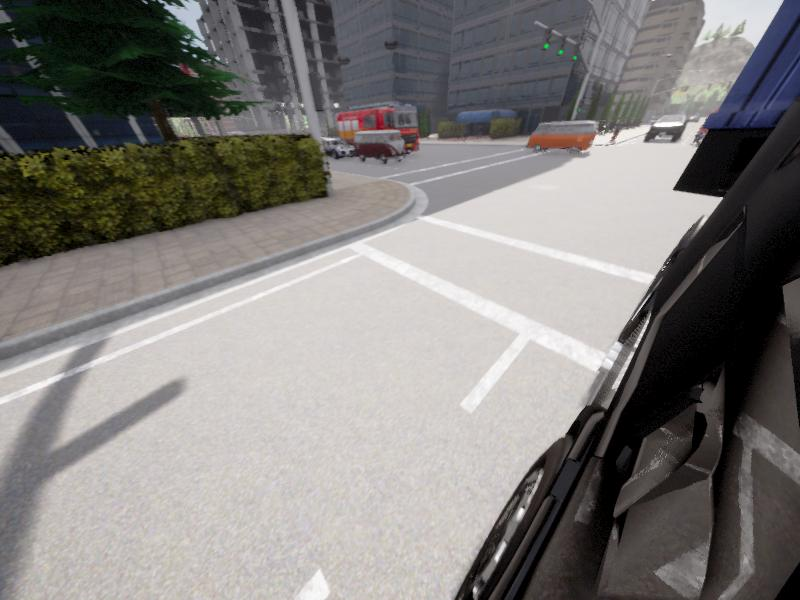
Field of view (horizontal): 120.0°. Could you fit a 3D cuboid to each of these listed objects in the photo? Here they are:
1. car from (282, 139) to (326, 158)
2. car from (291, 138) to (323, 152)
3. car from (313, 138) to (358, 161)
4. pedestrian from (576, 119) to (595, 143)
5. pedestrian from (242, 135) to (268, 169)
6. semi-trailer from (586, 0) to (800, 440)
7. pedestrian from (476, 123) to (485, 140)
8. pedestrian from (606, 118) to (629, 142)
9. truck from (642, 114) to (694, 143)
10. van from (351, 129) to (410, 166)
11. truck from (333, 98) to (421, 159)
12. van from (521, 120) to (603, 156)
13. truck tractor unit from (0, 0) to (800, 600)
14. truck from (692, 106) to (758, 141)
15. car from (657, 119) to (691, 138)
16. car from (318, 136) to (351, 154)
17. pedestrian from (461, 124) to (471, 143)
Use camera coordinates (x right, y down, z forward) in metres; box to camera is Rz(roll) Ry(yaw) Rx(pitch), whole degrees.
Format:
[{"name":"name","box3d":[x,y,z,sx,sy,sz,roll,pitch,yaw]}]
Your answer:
[{"name":"car","box3d":[-10.417,-16.413,24.898,2.033,1.411,5.357,-32,46,-33]},{"name":"car","box3d":[-12.361,-20.542,30.522,1.994,1.385,4.181,-32,46,-33]},{"name":"car","box3d":[-5.900,-13.805,21.094,1.970,1.475,3.806,-32,46,-33]},{"name":"pedestrian","box3d":[18.059,-16.439,22.530,0.751,1.860,0.751,-31,45,-32]},{"name":"pedestrian","box3d":[-10.046,-10.248,16.007,0.751,1.860,0.751,-32,46,-33]},{"name":"semi-trailer","box3d":[9.803,-2.450,2.600,14.254,4.402,2.717,-13,37,-13]},{"name":"pedestrian","box3d":[11.437,-23.918,32.857,0.751,1.860,0.751,-27,43,-29]},{"name":"pedestrian","box3d":[20.994,-16.407,22.309,0.751,1.860,0.751,8,38,14]},{"name":"truck","box3d":[27.097,-17.369,23.314,6.274,2.098,2.390,-31,45,-32]},{"name":"van","box3d":[-1.504,-11.432,17.252,1.775,1.987,4.442,-32,46,-33]},{"name":"truck","box3d":[-2.251,-15.584,21.282,2.891,3.827,8.468,-32,46,-33]},{"name":"van","box3d":[12.220,-12.426,17.742,1.775,1.987,4.442,-32,46,-33]},{"name":"truck tractor unit","box3d":[2.645,-0.295,0.352,6.516,4.208,3.053,-28,44,-30]},{"name":"truck","box3d":[31.642,-17.351,22.706,5.204,2.467,2.627,-31,45,-33]},{"name":"car","box3d":[32.790,-20.568,27.649,5.366,1.575,1.801,-31,45,-32]},{"name":"car","box3d":[-7.499,-17.767,26.407,1.845,1.501,3.633,-32,46,-33]},{"name":"pedestrian","box3d":[8.097,-20.444,28.451,0.751,1.860,0.751,27,46,34]}]
